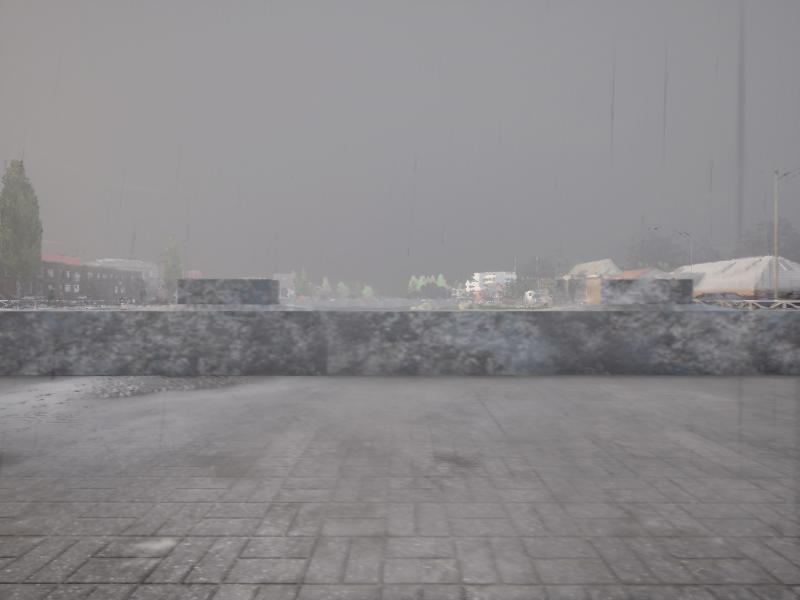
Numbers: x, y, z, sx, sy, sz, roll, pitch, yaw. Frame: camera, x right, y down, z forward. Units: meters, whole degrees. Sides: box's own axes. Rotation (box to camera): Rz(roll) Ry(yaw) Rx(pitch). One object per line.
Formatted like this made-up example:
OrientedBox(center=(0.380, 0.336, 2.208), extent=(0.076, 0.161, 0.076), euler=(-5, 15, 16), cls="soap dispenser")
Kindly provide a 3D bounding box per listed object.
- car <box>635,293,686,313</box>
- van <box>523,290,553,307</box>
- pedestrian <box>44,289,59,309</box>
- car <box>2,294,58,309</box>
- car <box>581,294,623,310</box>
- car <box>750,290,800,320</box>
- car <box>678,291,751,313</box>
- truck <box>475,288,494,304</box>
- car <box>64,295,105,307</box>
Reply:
OrientedBox(center=(21.034, 0.222, 32.491), extent=(1.845, 1.501, 3.633), euler=(0, 0, 0), cls="car")
OrientedBox(center=(21.141, -0.228, 61.518), extent=(2.351, 2.431, 6.366), euler=(0, 0, 0), cls="van")
OrientedBox(center=(-32.758, -0.056, 37.629), extent=(0.751, 1.860, 0.751), euler=(0, 0, 7), cls="pedestrian")
OrientedBox(center=(-44.566, 0.185, 48.396), extent=(1.930, 1.638, 5.238), euler=(0, 0, 0), cls="car")
OrientedBox(center=(21.068, 0.216, 41.952), extent=(1.882, 1.535, 5.008), euler=(0, 0, 0), cls="car")
OrientedBox(center=(20.993, 0.248, 20.846), extent=(1.816, 1.474, 4.193), euler=(0, 0, 0), cls="car")
OrientedBox(center=(25.034, 0.170, 32.130), extent=(2.033, 1.649, 4.856), euler=(0, 0, 0), cls="car")
OrientedBox(center=(21.286, -0.931, 101.300), extent=(2.891, 3.827, 8.468), euler=(0, 0, 0), cls="truck")
OrientedBox(center=(-44.538, 0.182, 56.652), extent=(2.033, 1.649, 4.856), euler=(0, 0, 0), cls="car")
